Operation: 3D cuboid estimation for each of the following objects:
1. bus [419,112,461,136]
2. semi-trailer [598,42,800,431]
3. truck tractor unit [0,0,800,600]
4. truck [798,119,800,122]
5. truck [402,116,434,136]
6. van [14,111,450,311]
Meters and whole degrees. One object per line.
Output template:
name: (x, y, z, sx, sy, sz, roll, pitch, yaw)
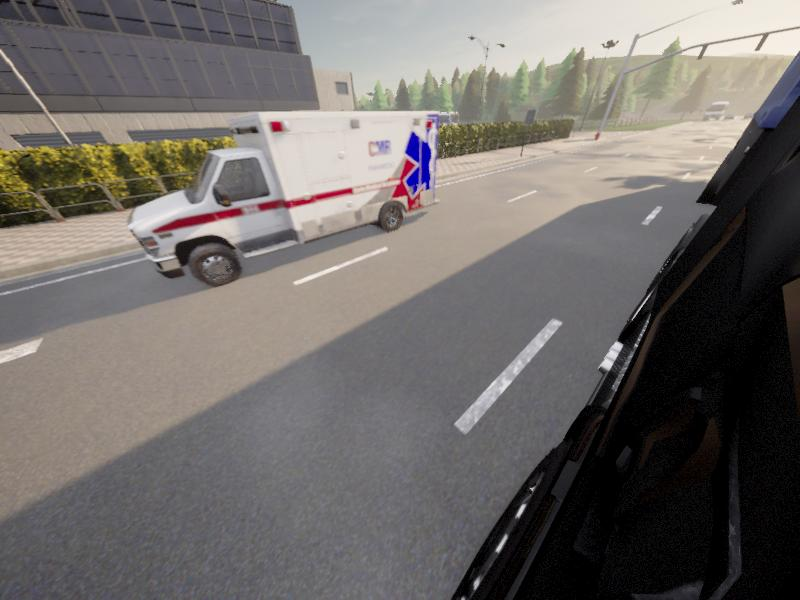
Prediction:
bus: (9.691, -44.033, 57.971, 3.944, 4.253, 10.273, -28, 44, -30)
semi-trailer: (8.689, -3.617, 4.228, 14.254, 4.402, 2.717, -28, 44, -30)
truck tractor unit: (2.645, -0.295, 0.351, 6.516, 4.208, 3.053, -28, 44, -30)
truck: (77.216, -34.525, 42.596, 5.204, 2.467, 2.627, -29, 44, -30)
truck: (4.474, -44.289, 58.993, 2.891, 3.827, 8.468, -28, 44, -30)
van: (-1.960, -2.636, 5.246, 6.366, 2.431, 2.351, -29, 44, -30)
